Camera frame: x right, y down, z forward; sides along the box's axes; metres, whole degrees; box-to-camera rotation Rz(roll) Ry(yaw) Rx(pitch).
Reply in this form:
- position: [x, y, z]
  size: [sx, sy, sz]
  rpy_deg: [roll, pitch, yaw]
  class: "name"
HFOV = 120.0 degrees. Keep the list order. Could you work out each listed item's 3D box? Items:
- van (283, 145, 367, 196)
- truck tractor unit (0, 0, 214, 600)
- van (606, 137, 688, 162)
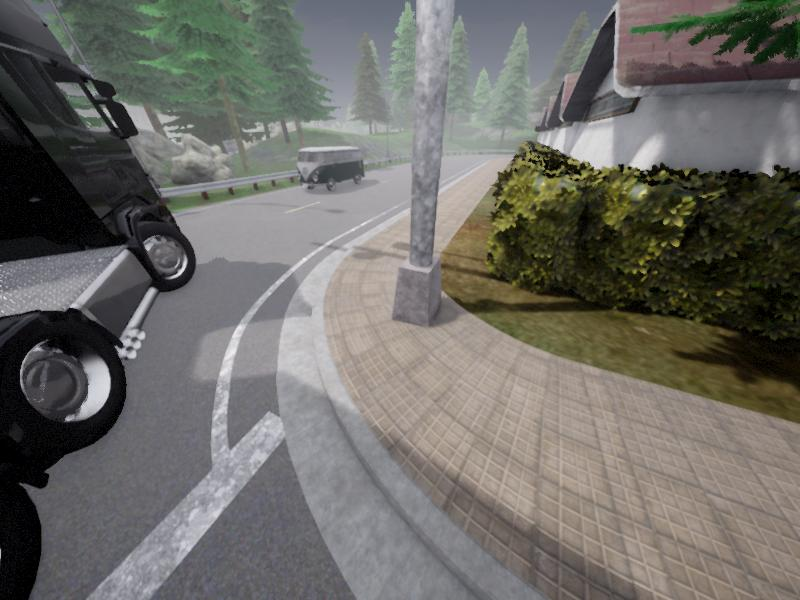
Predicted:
- position: [-3.840, -7.414, 12.947]
  size: [1.775, 1.987, 4.442]
  rpy_deg: [15, 38, 20]
  class: "van"
- position: [-4.349, -0.726, 1.380]
  size: [3.053, 4.208, 6.516]
  rpy_deg: [-17, 39, -22]
  class: "truck tractor unit"
- position: [31.308, -19.432, 29.689]
  size: [6.366, 2.431, 2.351]
  rpy_deg: [15, 38, 19]
  class: "van"
